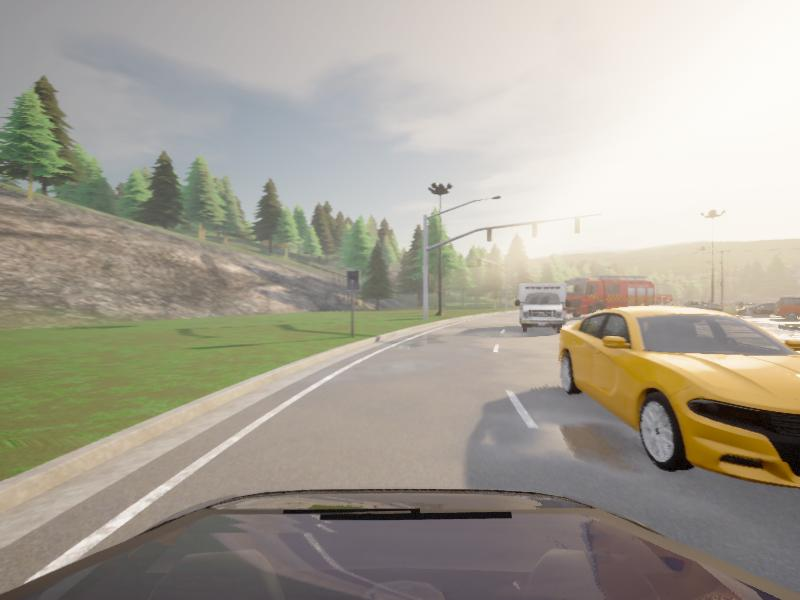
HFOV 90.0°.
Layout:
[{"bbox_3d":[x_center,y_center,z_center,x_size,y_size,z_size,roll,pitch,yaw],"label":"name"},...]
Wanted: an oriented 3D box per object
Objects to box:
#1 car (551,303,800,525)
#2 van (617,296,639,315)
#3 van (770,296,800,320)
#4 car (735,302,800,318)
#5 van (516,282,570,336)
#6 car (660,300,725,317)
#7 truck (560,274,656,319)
[{"bbox_3d":[3.566,0.829,5.268,1.882,1.535,5.008,0,0,8],"label":"car"},{"bbox_3d":[25.869,0.620,45.396,2.069,2.038,4.480,0,0,30],"label":"van"},{"bbox_3d":[33.626,0.661,32.895,4.442,1.987,1.775,0,0,33],"label":"van"},{"bbox_3d":[36.352,0.919,39.515,4.792,1.488,2.163,0,0,32],"label":"car"},{"bbox_3d":[7.660,0.391,21.475,2.351,2.431,6.366,0,0,20],"label":"van"},{"bbox_3d":[30.421,0.836,41.762,5.027,1.651,2.152,0,0,15],"label":"car"},{"bbox_3d":[19.076,-0.286,36.633,8.468,3.827,2.891,0,0,-20],"label":"truck"}]
